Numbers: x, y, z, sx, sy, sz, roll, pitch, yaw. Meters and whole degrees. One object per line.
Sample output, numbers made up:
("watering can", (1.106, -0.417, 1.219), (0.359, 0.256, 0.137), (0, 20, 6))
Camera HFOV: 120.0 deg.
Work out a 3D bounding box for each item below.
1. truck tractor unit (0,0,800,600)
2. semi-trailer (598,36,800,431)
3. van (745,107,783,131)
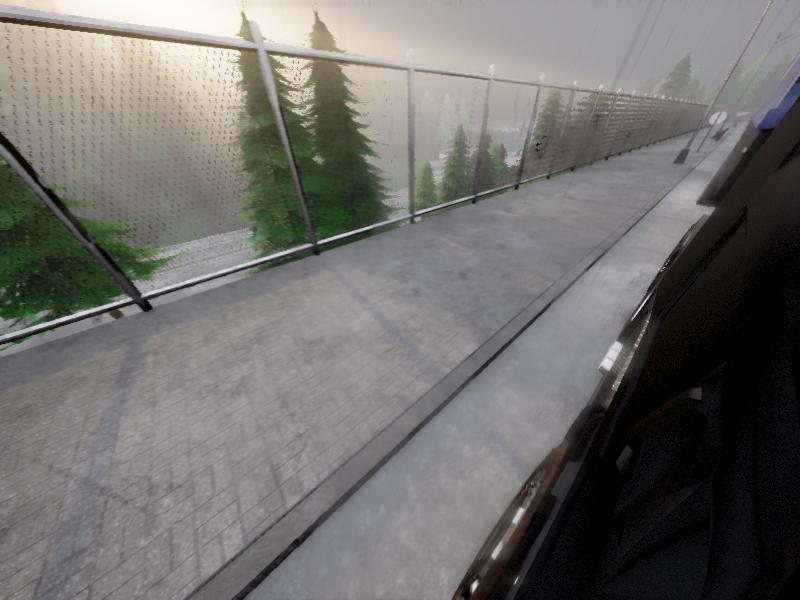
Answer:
("truck tractor unit", (2.645, -0.295, 0.352), (6.516, 4.208, 3.053), (-28, 44, -30))
("semi-trailer", (8.695, -3.595, 4.250), (14.254, 4.402, 2.717), (-28, 43, -30))
("van", (54.988, -27.393, 34.967), (5.915, 2.561, 1.988), (-28, 43, -30))
